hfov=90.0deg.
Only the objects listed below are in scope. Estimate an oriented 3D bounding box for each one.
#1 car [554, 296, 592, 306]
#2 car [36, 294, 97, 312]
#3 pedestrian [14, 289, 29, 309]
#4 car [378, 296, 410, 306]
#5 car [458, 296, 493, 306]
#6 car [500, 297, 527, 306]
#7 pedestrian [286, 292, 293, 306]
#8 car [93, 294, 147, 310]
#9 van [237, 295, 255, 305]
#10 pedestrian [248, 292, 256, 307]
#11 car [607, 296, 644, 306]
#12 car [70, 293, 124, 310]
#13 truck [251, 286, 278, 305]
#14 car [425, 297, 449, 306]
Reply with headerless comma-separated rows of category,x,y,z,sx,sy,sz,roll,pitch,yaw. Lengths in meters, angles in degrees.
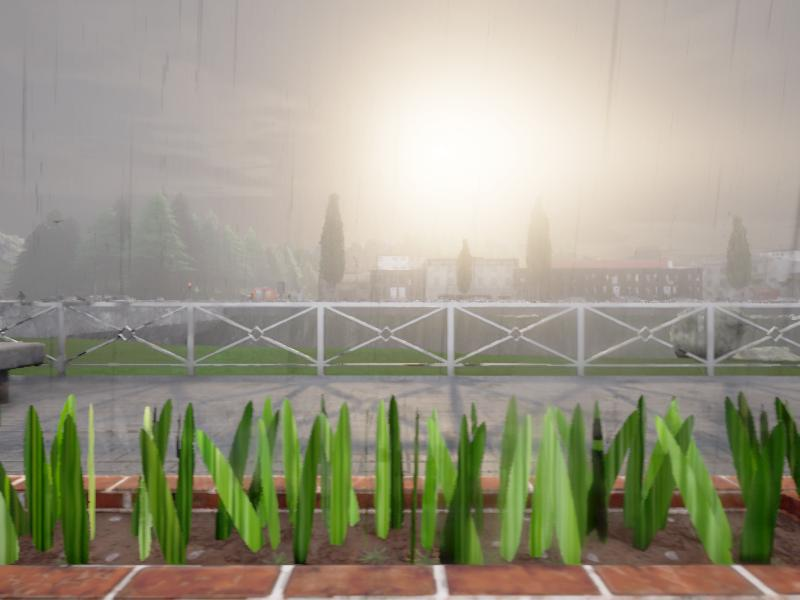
car,27.738,0.198,64.366,5.238,1.638,1.930,0,0,0
car,-28.525,0.229,34.409,1.816,1.474,4.193,0,0,0
pedestrian,-37.241,-0.101,39.369,0.751,1.860,0.751,0,0,13
car,-0.913,0.181,64.347,5.027,1.651,2.152,0,0,0
car,12.058,0.183,64.358,5.238,1.638,1.930,0,0,0
car,18.219,0.271,64.360,3.806,1.475,1.970,0,0,0
pedestrian,-14.912,-0.077,54.054,0.751,1.860,0.751,0,0,-4
car,-28.523,0.201,41.009,2.038,1.542,4.974,0,0,0
van,-32.524,-0.055,84.697,2.069,2.038,4.480,0,0,0
pedestrian,-19.053,-0.080,51.596,0.751,1.860,0.751,0,0,0
car,36.248,0.202,64.370,4.856,1.649,2.033,0,0,0
car,-32.448,0.148,43.062,2.033,1.649,4.856,0,0,1
truck,-28.518,-0.950,84.809,2.891,3.827,8.468,0,0,0
car,5.926,0.260,64.353,3.806,1.475,1.970,0,0,0
